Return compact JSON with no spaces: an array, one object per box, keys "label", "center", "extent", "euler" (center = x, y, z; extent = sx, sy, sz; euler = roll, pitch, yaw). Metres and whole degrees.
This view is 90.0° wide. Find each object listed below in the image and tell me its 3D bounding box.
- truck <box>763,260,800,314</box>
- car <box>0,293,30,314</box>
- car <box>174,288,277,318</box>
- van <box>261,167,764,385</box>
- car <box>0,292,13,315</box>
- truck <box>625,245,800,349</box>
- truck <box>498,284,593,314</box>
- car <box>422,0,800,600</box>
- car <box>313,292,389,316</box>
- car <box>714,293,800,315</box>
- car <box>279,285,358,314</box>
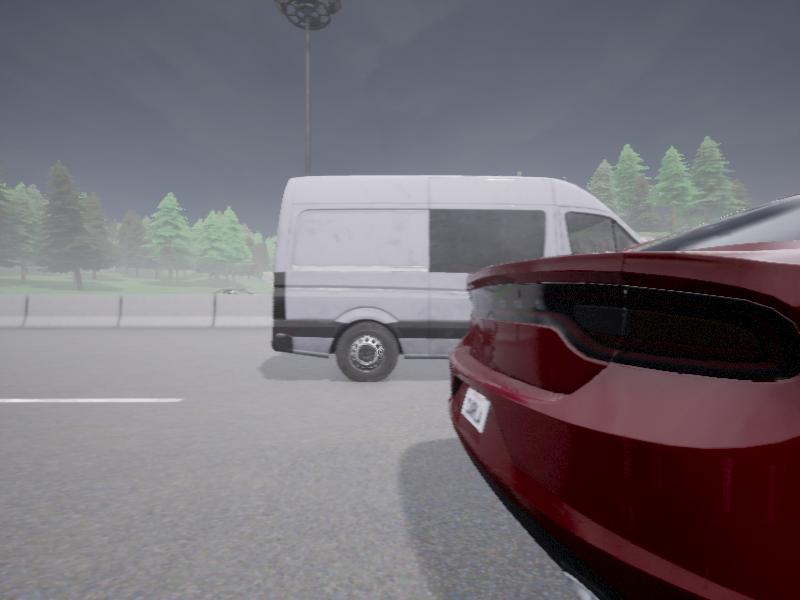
[{"label":"truck","center":[32.989,-0.937,30.206],"extent":[8.468,3.827,2.891],"euler":[0,0,0]},{"label":"car","center":[-31.144,0.245,30.201],"extent":[4.514,1.525,2.007],"euler":[0,0,0]},{"label":"car","center":[-9.977,0.186,23.200],"extent":[5.027,1.651,2.152],"euler":[0,0,0]},{"label":"van","center":[1.322,-0.278,5.698],"extent":[5.915,2.561,1.988],"euler":[0,0,0]},{"label":"car","center":[-29.282,0.241,26.701],"extent":[4.974,1.542,2.038],"euler":[0,0,0]},{"label":"truck","center":[8.982,-0.062,9.200],"extent":[6.274,2.098,2.390],"euler":[0,0,0]},{"label":"truck","center":[10.845,-0.064,30.200],"extent":[6.274,2.098,2.390],"euler":[0,0,0]},{"label":"car","center":[2.724,0.222,1.689],"extent":[5.008,1.535,1.882],"euler":[0,0,-6]},{"label":"car","center":[-3.178,0.246,26.700],"extent":[4.892,1.490,1.837],"euler":[0,0,0]},{"label":"car","center":[24.414,0.282,26.701],"extent":[5.357,1.411,2.033],"euler":[0,0,0]},{"label":"car","center":[-6.039,-0.026,30.201],"extent":[5.566,2.045,2.150],"euler":[0,0,0]}]
